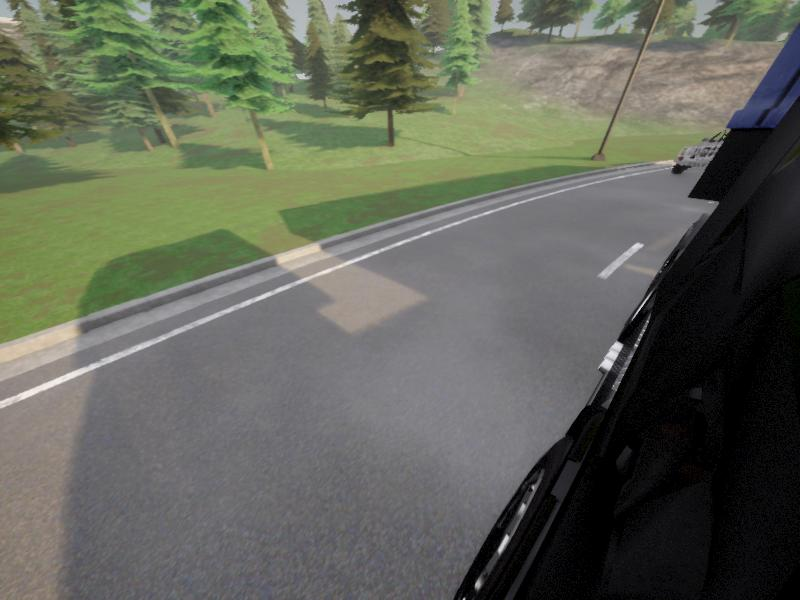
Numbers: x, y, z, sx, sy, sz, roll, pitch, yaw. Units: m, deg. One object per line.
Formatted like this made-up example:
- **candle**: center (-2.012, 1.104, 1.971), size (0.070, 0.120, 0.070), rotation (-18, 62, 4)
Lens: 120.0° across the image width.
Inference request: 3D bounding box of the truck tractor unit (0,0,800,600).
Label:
- **truck tractor unit**: center (2.645, -0.295, 0.351), size (6.516, 4.208, 3.053), rotation (-28, 44, -30)

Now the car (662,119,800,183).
- **car**: center (14.082, -6.318, 9.687), size (4.605, 1.855, 1.932), rotation (-17, 38, -18)

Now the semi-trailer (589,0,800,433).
- **semi-trailer**: center (9.263, -3.136, 3.588), size (14.254, 4.402, 2.717), rotation (-21, 40, -23)
